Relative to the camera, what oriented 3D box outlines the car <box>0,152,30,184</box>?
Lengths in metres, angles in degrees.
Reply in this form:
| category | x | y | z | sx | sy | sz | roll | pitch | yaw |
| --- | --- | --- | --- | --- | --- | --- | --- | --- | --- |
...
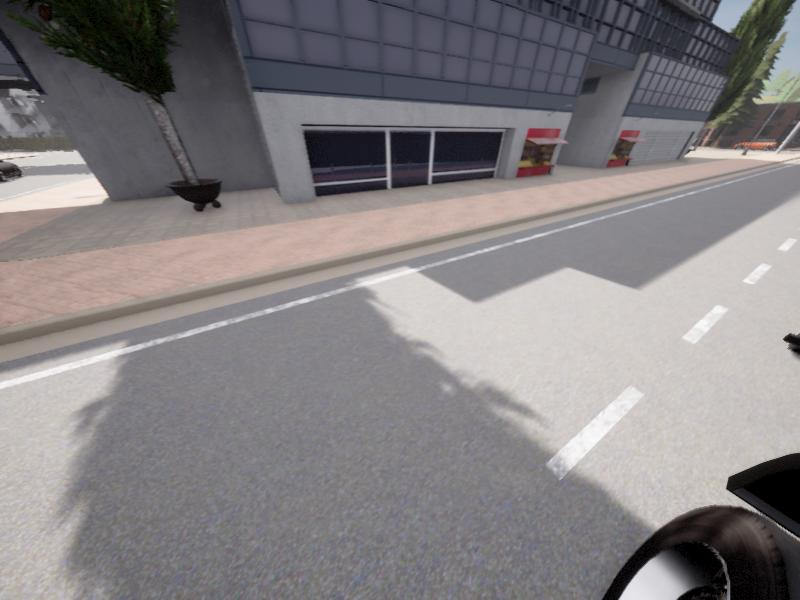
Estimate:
| category | x | y | z | sx | sy | sz | roll | pitch | yaw |
| --- | --- | --- | --- | --- | --- | --- | --- | --- | --- |
| car | -25.459 | -8.018 | 14.035 | 1.994 | 1.385 | 4.181 | -26 | 43 | -31 |

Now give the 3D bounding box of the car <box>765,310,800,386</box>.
| category | x | y | z | sx | sy | sz | roll | pitch | yaw |
| --- | --- | --- | --- | --- | --- | --- | --- | --- | --- |
| car | 6.837 | 0.045 | 2.351 | 4.611 | 1.667 | 2.242 | -18 | 39 | -24 |

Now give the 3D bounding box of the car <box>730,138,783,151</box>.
| category | x | y | z | sx | sy | sz | roll | pitch | yaw |
| --- | --- | --- | --- | --- | --- | --- | --- | --- | --- |
| car | 62.610 | -27.391 | 40.672 | 2.097 | 1.767 | 4.553 | -19 | 39 | -24 |
